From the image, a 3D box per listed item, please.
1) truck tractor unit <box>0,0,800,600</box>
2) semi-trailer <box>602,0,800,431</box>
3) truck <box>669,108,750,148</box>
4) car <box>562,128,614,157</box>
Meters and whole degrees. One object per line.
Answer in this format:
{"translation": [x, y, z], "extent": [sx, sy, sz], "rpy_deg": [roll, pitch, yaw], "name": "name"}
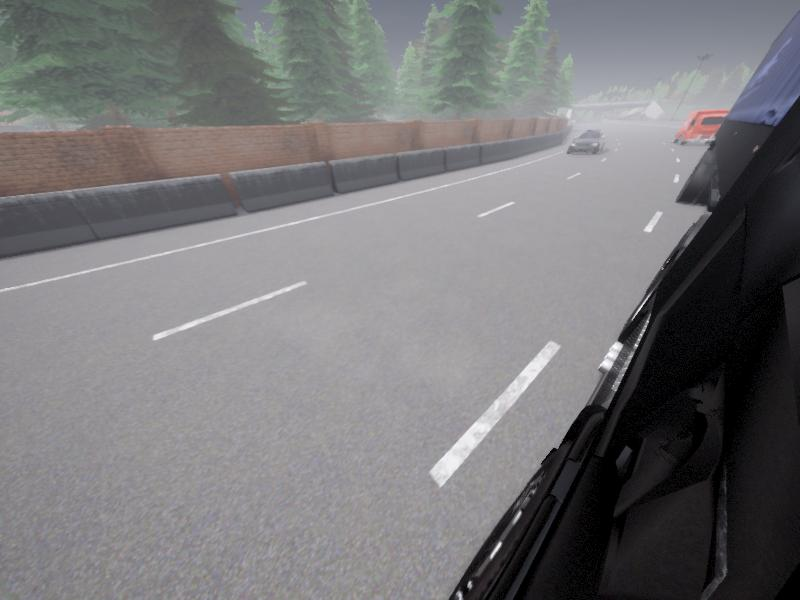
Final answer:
{"translation": [2.645, -0.295, 0.351], "extent": [6.516, 4.208, 3.053], "rpy_deg": [-28, 44, -30], "name": "truck tractor unit"}
{"translation": [8.482, -3.728, 4.451], "extent": [14.254, 4.402, 2.717], "rpy_deg": [-31, 45, -32], "name": "semi-trailer"}
{"translation": [26.075, -14.753, 19.845], "extent": [2.627, 2.467, 5.204], "rpy_deg": [24, 44, 30], "name": "truck"}
{"translation": [14.743, -12.324, 18.007], "extent": [2.038, 1.542, 4.974], "rpy_deg": [26, 45, 33], "name": "car"}
